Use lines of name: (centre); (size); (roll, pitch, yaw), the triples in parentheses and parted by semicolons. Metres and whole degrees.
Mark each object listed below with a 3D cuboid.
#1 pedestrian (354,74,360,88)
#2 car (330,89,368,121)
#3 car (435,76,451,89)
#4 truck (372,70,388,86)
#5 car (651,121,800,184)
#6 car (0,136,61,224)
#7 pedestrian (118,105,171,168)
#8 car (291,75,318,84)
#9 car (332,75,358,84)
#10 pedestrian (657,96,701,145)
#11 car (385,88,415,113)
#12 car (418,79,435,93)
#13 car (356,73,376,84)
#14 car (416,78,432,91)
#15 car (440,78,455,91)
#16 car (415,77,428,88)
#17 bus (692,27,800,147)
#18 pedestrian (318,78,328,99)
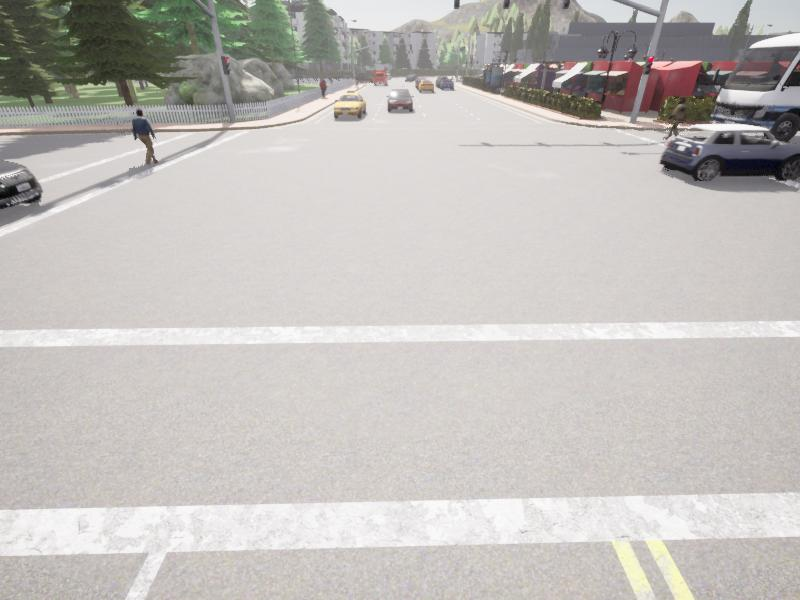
pedestrian: (-6.476, -32.951, 60.257); (0.751, 1.860, 0.751); (0, 30, 1)
car: (-3.450, -13.695, 27.906); (1.801, 1.575, 5.366); (1, 30, 1)
car: (7.007, -35.415, 65.058); (2.033, 1.649, 4.856); (0, 30, 0)
truck: (-3.495, -39.863, 71.837); (2.627, 2.467, 5.204); (0, 30, 0)
car: (10.509, -4.642, 12.476); (3.806, 1.475, 1.970); (0, 30, 0)
car: (-10.476, -2.679, 8.962); (3.705, 1.549, 1.789); (-3, 30, -4)
pedestrian: (-8.499, -5.462, 13.386); (0.751, 1.860, 0.751); (1, 30, 1)
car: (-19.028, -44.121, 80.091); (4.892, 1.490, 1.837); (1, 30, 1)
car: (-10.918, -44.017, 79.914); (4.892, 1.490, 1.837); (1, 30, 1)
pedestrian: (11.996, -7.732, 17.273); (0.751, 1.860, 0.751); (-6, 31, -10)
car: (0.005, -15.981, 31.920); (2.163, 1.488, 4.792); (0, 30, 0)
car: (3.548, -28.941, 54.060); (1.882, 1.535, 5.008); (0, 30, 0)
car: (-6.998, -46.114, 83.141); (3.866, 1.878, 1.905); (-7, 31, -11)
car: (3.518, -32.304, 59.877); (2.163, 1.488, 4.792); (0, 30, 0)
car: (7.007, -32.055, 59.455); (1.816, 1.474, 4.193); (0, 30, 0)
car: (3.507, -35.776, 65.766); (1.882, 1.535, 5.008); (0, 30, 0)
bus: (20.115, -9.387, 17.771); (10.273, 4.253, 3.944); (0, 30, 0)
pedestrian: (-7.744, -21.354, 40.397); (0.751, 1.860, 0.751); (0, 30, 0)
